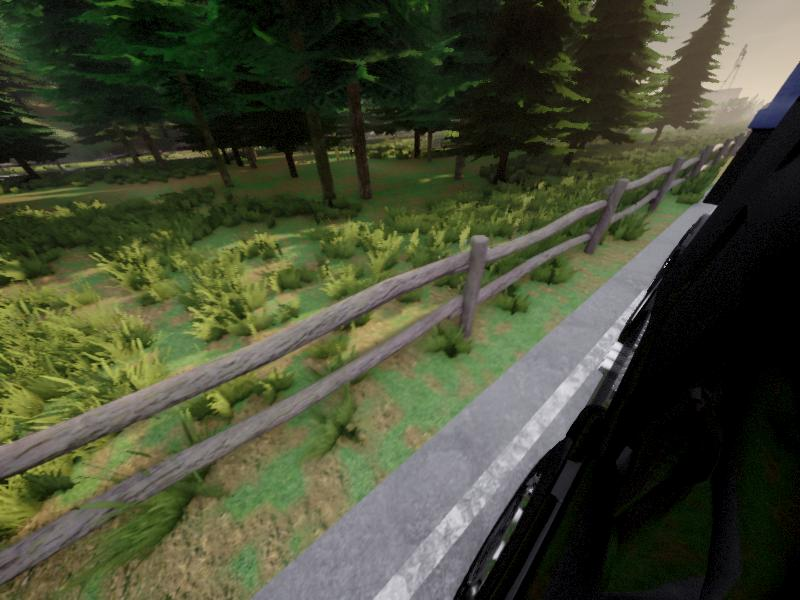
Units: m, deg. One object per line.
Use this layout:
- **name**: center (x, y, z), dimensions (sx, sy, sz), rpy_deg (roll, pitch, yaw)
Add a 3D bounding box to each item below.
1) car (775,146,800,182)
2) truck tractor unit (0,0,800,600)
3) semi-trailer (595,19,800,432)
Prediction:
- **car**: center (16.562, -5.451, 8.688), dimensions (4.181, 1.385, 1.994), rpy_deg (-25, 42, -27)
- **truck tractor unit**: center (2.645, -0.295, 0.351), dimensions (6.516, 4.208, 3.053), rpy_deg (-28, 44, -30)
- **semi-trailer**: center (8.874, -3.487, 4.035), dimensions (14.254, 4.402, 2.717), rpy_deg (-26, 43, -28)
